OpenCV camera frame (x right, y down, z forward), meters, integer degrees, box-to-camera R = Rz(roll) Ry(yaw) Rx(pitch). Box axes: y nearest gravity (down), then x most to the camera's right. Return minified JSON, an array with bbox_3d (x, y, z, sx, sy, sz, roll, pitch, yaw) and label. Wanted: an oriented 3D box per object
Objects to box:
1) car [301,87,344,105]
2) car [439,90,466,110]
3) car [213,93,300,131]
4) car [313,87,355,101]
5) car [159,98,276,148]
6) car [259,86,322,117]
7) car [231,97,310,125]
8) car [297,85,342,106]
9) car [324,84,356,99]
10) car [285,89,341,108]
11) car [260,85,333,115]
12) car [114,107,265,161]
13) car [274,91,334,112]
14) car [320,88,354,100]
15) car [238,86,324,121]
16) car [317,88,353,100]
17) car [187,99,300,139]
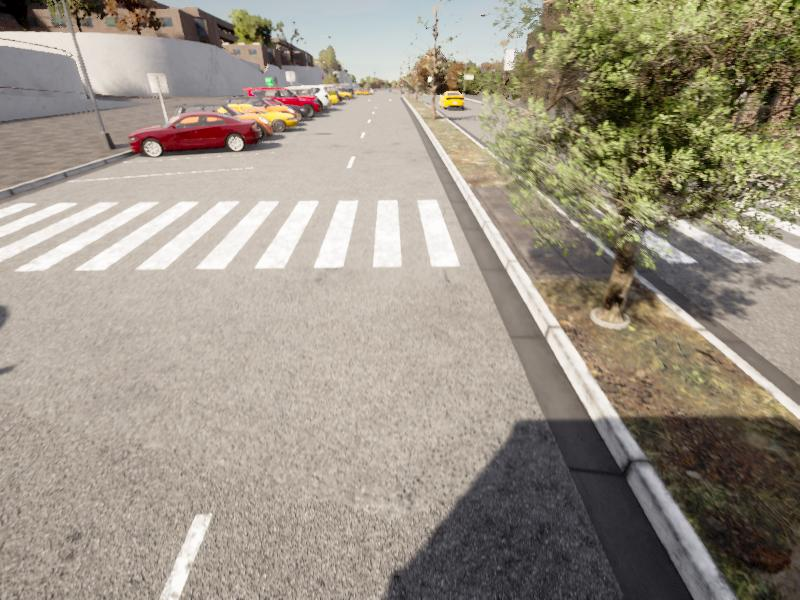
[{"bbox_3d":[-9.232,-24.412,47.707,4.553,1.767,2.185,-11,30,-18],"label":"car"},{"bbox_3d":[4.980,-19.330,38.632,1.882,1.535,5.008,-1,29,-1],"label":"car"},{"bbox_3d":[-8.660,-11.459,24.255,4.553,1.767,2.185,-12,31,-18],"label":"car"},{"bbox_3d":[-9.219,-28.634,55.670,5.366,1.575,1.946,-11,30,-18],"label":"car"},{"bbox_3d":[-8.535,-8.532,19.074,4.553,1.767,2.185,-12,31,-18],"label":"car"},{"bbox_3d":[-8.715,-15.928,32.046,4.442,1.987,1.878,-11,31,-18],"label":"car"},{"bbox_3d":[-8.695,-12.777,26.938,4.674,1.452,2.002,-11,31,-18],"label":"car"},{"bbox_3d":[-9.034,-23.098,45.094,4.442,1.987,1.878,-11,30,-18],"label":"car"},{"bbox_3d":[-9.476,-33.106,63.377,4.442,1.987,1.878,-11,30,-18],"label":"car"},{"bbox_3d":[-9.245,-21.413,42.488,5.366,1.575,1.946,-11,31,-18],"label":"car"},{"bbox_3d":[-8.911,-17.363,34.589,5.566,2.045,2.435,-11,31,-18],"label":"car"},{"bbox_3d":[-8.431,-6.956,16.558,5.008,1.535,2.097,-12,32,-18],"label":"car"},{"bbox_3d":[-8.951,-18.585,37.331,5.008,1.535,2.097,-11,30,-18],"label":"car"},{"bbox_3d":[-9.512,-31.419,60.852,4.674,1.452,2.002,-11,31,-18],"label":"car"},{"bbox_3d":[-8.735,-14.490,29.409,5.566,2.045,2.435,-11,31,-18],"label":"car"},{"bbox_3d":[-9.456,-29.991,58.244,4.674,1.452,2.002,-11,30,-18],"label":"car"},{"bbox_3d":[-8.395,-9.936,21.794,5.366,1.575,1.946,-12,31,-18],"label":"car"}]
